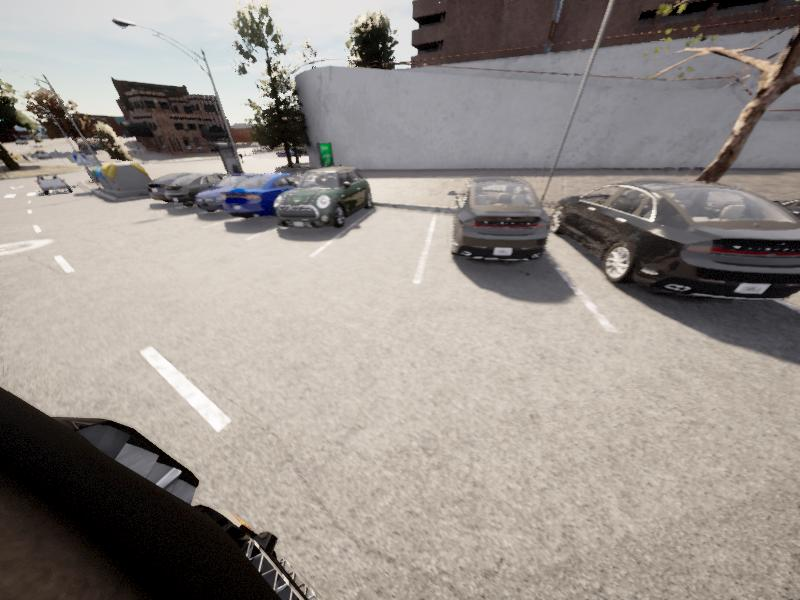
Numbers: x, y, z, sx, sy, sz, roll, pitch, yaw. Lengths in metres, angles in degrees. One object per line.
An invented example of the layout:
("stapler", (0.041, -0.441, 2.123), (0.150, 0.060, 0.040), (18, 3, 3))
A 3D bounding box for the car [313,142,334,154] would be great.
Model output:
("car", (-17.737, -35.440, 53.731), (4.442, 1.987, 1.878), (21, 45, 27))

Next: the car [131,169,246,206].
("car", (-12.625, -7.096, 14.355), (2.163, 1.488, 4.792), (6, 33, 13))

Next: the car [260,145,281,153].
("car", (-34.311, -40.070, 61.169), (4.792, 1.488, 2.163), (18, 42, 26))

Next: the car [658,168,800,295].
("car", (7.446, -0.936, 3.486), (2.231, 1.521, 4.892), (4, 33, 10))

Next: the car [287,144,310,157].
("car", (-22.351, -32.990, 50.955), (4.442, 1.987, 1.878), (21, 44, 27))

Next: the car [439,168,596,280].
("car", (2.334, -2.406, 6.075), (2.231, 1.521, 4.892), (4, 33, 11))

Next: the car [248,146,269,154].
("car", (-36.642, -38.852, 59.805), (4.674, 1.452, 2.002), (18, 42, 26))

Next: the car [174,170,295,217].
("car", (-7.693, -5.457, 11.510), (2.002, 1.452, 4.674), (6, 33, 12))

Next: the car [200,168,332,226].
("car", (-5.214, -4.700, 10.101), (2.097, 1.535, 5.008), (5, 33, 12))

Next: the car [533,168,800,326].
("car", (4.882, -1.666, 4.771), (2.231, 1.521, 4.892), (4, 33, 10))

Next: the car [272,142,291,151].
("car", (-32.016, -41.405, 62.451), (4.553, 1.767, 2.185), (18, 43, 26))

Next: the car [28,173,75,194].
("car", (-32.727, -11.005, 21.758), (3.633, 1.501, 1.845), (21, 39, 32))

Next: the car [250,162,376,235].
("car", (-2.704, -4.048, 8.701), (2.185, 1.767, 4.553), (5, 33, 11))

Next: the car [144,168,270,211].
("car", (-10.177, -6.288, 12.886), (2.231, 1.521, 4.892), (6, 33, 13))

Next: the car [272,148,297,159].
("car", (-24.850, -31.664, 49.812), (5.008, 1.535, 2.097), (21, 44, 27))

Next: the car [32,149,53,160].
("car", (-79.757, -32.500, 51.539), (3.988, 1.617, 1.851), (26, 42, 28))

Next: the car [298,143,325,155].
("car", (-20.071, -34.242, 52.337), (5.566, 2.045, 2.435), (21, 45, 27))
